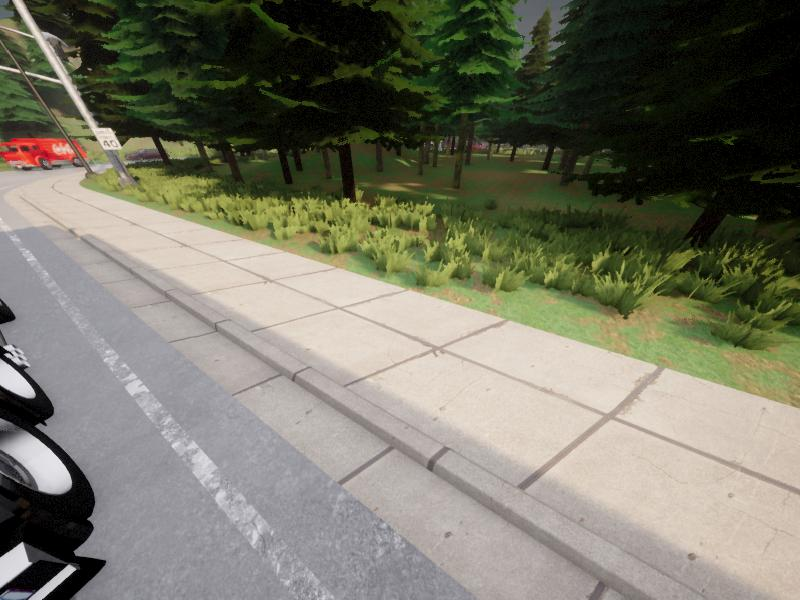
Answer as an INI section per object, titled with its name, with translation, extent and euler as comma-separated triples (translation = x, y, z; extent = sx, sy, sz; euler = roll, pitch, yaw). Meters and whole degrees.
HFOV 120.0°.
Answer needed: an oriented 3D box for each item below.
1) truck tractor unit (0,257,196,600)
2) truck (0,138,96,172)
[truck tractor unit]
translation = -5.100, -0.312, 0.796
extent = 6.516, 4.208, 3.053
euler = 19, 39, 25
[truck]
translation = -33.958, -13.944, 22.097
extent = 2.627, 2.467, 5.204
euler = -4, 35, -5
